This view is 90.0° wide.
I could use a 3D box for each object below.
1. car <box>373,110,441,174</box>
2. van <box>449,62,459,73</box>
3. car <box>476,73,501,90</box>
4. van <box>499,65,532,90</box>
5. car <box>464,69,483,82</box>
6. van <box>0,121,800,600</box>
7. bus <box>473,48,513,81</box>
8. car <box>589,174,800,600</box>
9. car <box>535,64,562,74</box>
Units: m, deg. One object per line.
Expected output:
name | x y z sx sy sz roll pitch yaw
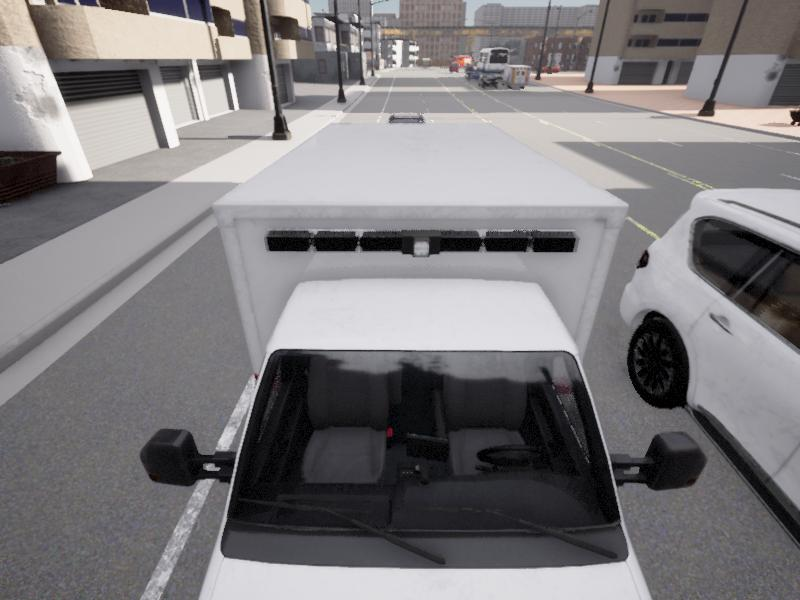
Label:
car | 0.238 -6.025 14.882 2.128 1.511 4.902 0 30 0
van | 11.551 -49.813 85.790 1.775 1.987 4.442 1 31 1
car | 11.124 -27.651 50.594 2.128 1.511 4.902 0 32 0
van | 14.633 -28.525 51.071 2.351 2.431 6.366 0 32 0
car | 11.247 -34.685 61.758 2.033 1.411 5.357 0 32 0
van | 0.116 0.035 3.635 2.351 2.431 6.366 0 30 0
bus | 14.660 -37.955 64.277 3.944 4.253 10.273 0 32 0
car | 3.614 0.908 2.454 2.150 2.045 5.566 0 30 0
car | 31.660 -49.367 85.480 4.611 1.667 2.242 1 31 2
